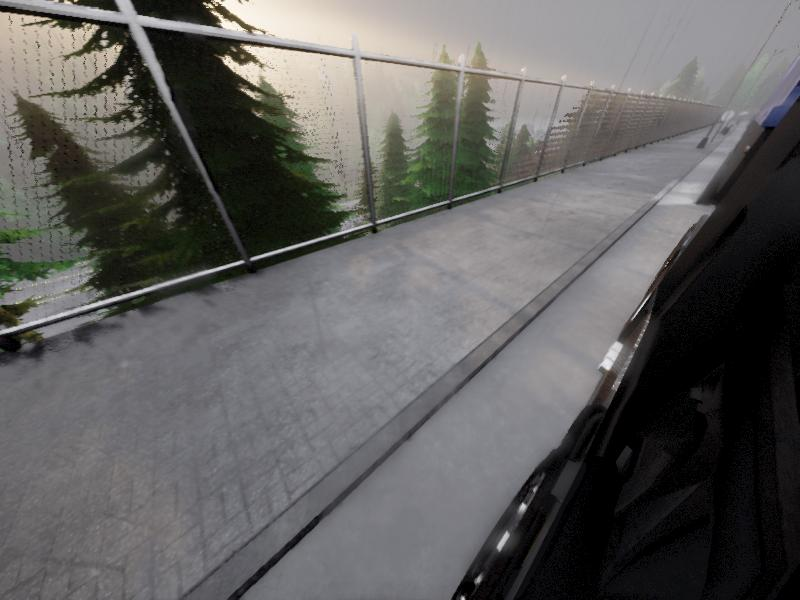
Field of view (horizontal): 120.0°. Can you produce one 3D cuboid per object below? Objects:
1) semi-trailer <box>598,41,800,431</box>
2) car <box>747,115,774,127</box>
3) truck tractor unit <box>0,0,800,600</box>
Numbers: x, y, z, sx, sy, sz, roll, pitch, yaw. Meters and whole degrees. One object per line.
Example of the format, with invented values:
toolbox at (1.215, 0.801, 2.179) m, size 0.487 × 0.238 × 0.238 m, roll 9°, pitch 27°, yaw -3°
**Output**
semi-trailer at (8.700, -3.593, 4.243) m, size 14.254 × 4.402 × 2.717 m, roll -28°, pitch 44°, yaw -30°
car at (68.226, -34.047, 43.819) m, size 5.027 × 1.651 × 2.152 m, roll -28°, pitch 44°, yaw -30°
truck tractor unit at (2.645, -0.295, 0.351) m, size 6.516 × 4.208 × 3.053 m, roll -28°, pitch 44°, yaw -30°
